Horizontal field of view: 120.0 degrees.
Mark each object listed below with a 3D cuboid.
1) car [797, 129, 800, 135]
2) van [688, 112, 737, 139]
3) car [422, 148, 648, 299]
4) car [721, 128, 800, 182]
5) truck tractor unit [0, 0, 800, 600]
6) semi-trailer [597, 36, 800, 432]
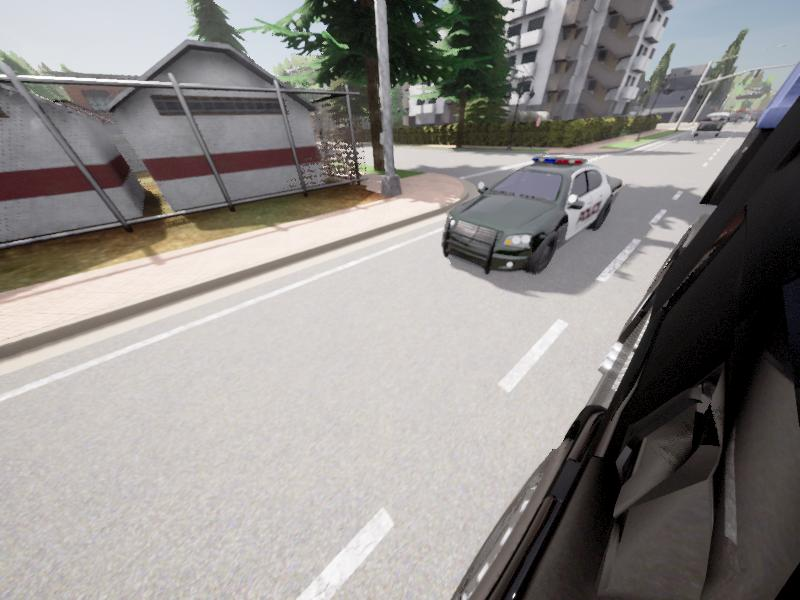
[{"bbox_3d":[40.846,-16.988,22.285,5.366,1.575,1.801,-28,44,-30],"label":"car"},{"bbox_3d":[32.545,-18.209,24.073,4.480,2.038,2.069,-28,44,-30],"label":"van"},{"bbox_3d":[2.976,-2.119,5.004,4.974,1.542,2.038,-29,44,-30],"label":"car"},{"bbox_3d":[15.512,-6.088,9.531,3.806,1.475,1.970,-28,43,-29],"label":"car"},{"bbox_3d":[2.645,-0.295,0.351,6.516,4.208,3.053,-28,44,-30],"label":"truck tractor unit"},{"bbox_3d":[8.726,-3.593,4.188,14.254,4.402,2.717,-28,44,-29],"label":"semi-trailer"}]
